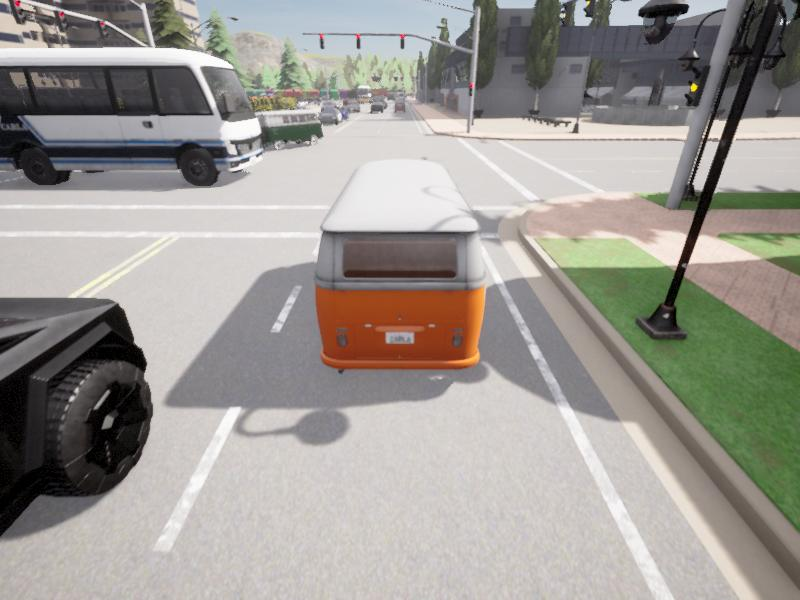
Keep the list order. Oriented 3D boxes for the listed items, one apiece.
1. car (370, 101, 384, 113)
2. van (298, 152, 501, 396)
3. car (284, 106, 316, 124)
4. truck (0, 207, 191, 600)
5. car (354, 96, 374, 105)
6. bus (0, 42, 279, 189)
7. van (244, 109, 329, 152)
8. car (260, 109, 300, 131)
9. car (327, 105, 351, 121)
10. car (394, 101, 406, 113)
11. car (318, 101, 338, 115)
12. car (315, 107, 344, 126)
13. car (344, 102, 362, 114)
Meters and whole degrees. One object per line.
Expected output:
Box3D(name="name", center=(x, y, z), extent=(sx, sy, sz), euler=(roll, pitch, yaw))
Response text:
Box3D(name="car", center=(-3.495, -29.866, 61.830), extent=(1.930, 1.638, 5.238), euler=(0, 28, 0))
Box3D(name="van", center=(0.008, -0.848, 5.924), extent=(1.775, 1.987, 4.442), euler=(0, 28, 0))
Box3D(name="car", center=(-10.497, -19.602, 42.310), extent=(2.038, 1.542, 4.974), euler=(0, 28, 0))
Box3D(name="truck", center=(-3.499, 1.582, 1.154), extent=(2.390, 2.098, 6.274), euler=(0, 28, 0))
Box3D(name="car", center=(-8.909, -49.866, 99.853), extent=(4.605, 1.855, 1.932), euler=(-23, 35, -37))
Box3D(name="bus", center=(-10.387, -6.650, 14.588), extent=(10.273, 4.253, 3.944), euler=(1, 28, 1))
Box3D(name="van", center=(-6.543, -10.097, 23.623), extent=(1.775, 1.987, 4.442), euler=(20, 34, 33))
Box3D(name="car", center=(-10.560, -16.065, 35.546), extent=(2.007, 1.525, 4.514), euler=(1, 28, 2))
Box3D(name="car", center=(-6.996, -21.696, 46.316), extent=(2.007, 1.525, 4.514), euler=(0, 28, 0))
Box3D(name="car", center=(0.005, -30.498, 63.113), extent=(1.789, 1.549, 3.705), euler=(0, 28, 0))
Box3D(name="car", center=(-10.496, -28.335, 58.901), extent=(2.033, 1.649, 4.856), euler=(0, 28, 0))
Box3D(name="car", center=(-6.997, -18.462, 40.128), extent=(2.038, 1.542, 4.974), euler=(0, 28, 0))
Box3D(name="car", center=(-6.995, -28.889, 60.175), extent=(2.128, 1.511, 4.902), euler=(0, 28, 0))
